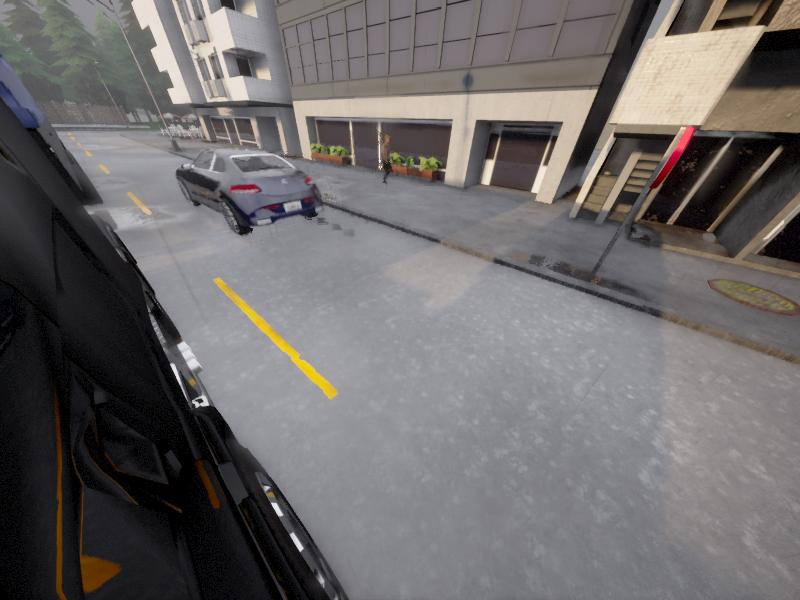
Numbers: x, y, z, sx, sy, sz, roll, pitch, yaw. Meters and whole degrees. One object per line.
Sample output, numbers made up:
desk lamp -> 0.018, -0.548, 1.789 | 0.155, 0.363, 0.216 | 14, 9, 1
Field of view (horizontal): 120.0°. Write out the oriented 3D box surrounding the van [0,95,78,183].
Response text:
van -> -16.352, -6.921, 9.760 | 5.915, 2.561, 1.988 | 28, 43, 30

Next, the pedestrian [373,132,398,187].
pedestrian -> -0.598, -5.904, 9.728 | 0.751, 1.860, 0.751 | 16, 39, 17

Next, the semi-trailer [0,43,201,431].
semi-trailer -> -8.692, -3.610, 4.233 | 14.254, 4.402, 2.717 | 28, 44, 30

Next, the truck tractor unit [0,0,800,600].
truck tractor unit -> -2.645, -0.295, 0.351 | 6.516, 4.208, 3.053 | 28, 44, 30

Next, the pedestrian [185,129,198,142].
pedestrian -> -21.539, -17.008, 23.896 | 0.500, 1.100, 0.500 | 30, 45, 31

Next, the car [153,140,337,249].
car -> -4.310, -3.252, 6.364 | 5.027, 1.651, 2.152 | 28, 44, 30
